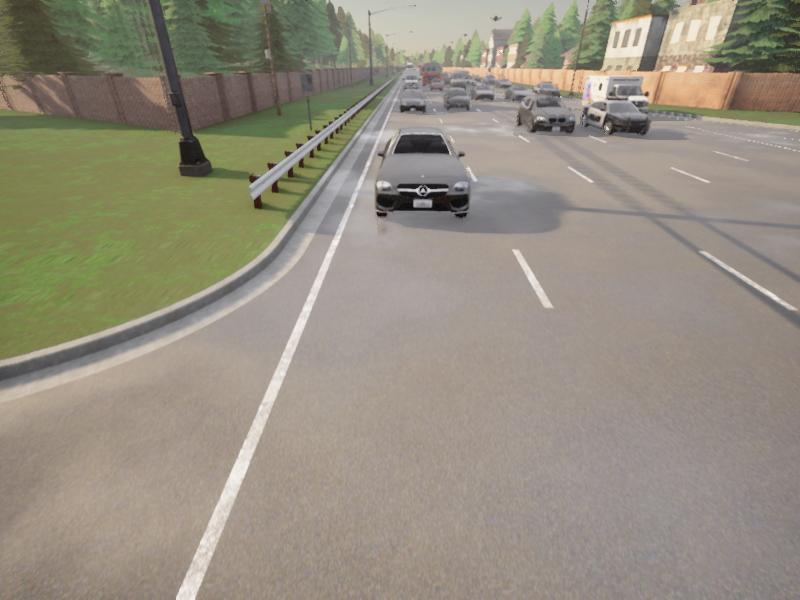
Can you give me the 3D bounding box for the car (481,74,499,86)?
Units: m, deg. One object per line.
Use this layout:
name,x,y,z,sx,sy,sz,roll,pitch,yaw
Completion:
car,15.928,-39.092,71.056,2.097,1.767,4.553,1,30,1

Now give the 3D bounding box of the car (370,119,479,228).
car,0.528,-3.536,10.440,2.152,1.651,5.027,1,30,1

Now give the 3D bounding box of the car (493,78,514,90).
car,15.690,-32.932,60.900,2.033,1.411,5.357,1,30,1

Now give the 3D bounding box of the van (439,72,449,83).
van,9.231,-46.882,84.180,1.775,1.987,4.442,1,30,1

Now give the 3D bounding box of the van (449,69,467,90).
van,8.685,-33.399,60.540,1.988,2.561,5.915,1,30,1

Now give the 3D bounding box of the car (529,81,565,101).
car,15.252,-21.909,41.824,1.930,1.638,5.238,1,30,1

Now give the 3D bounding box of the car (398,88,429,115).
car,0.986,-15.126,30.394,2.163,1.488,4.792,1,30,1

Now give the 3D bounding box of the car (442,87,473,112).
car,4.526,-16.120,32.077,1.837,1.490,4.892,1,30,1

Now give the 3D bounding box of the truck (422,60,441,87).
truck,5.405,-39.572,69.859,2.891,3.827,8.468,1,30,1

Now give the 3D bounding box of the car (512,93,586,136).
car,7.783,-10.044,21.514,2.242,1.667,4.611,1,30,1

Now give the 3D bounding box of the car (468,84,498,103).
car,8.212,-20.841,40.246,2.033,1.411,5.357,1,30,1

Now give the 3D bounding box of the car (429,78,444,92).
car,5.067,-29.890,55.586,1.845,1.501,3.633,1,30,1

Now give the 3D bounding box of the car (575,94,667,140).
car,11.272,-9.700,20.952,1.930,1.638,5.238,1,30,1

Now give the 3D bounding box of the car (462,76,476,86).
car,12.456,-39.636,72.381,1.970,1.475,3.806,1,30,1

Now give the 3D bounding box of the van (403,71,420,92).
van,1.600,-31.158,56.868,2.351,2.431,6.366,1,30,1

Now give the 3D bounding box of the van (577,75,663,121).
van,14.932,-14.160,27.797,2.351,2.431,6.366,1,30,1

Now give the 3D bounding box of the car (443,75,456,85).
car,8.960,-39.864,72.598,1.845,1.501,3.633,1,30,1

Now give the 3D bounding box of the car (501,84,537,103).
car,11.702,-20.553,39.752,2.033,1.411,5.357,1,30,1
